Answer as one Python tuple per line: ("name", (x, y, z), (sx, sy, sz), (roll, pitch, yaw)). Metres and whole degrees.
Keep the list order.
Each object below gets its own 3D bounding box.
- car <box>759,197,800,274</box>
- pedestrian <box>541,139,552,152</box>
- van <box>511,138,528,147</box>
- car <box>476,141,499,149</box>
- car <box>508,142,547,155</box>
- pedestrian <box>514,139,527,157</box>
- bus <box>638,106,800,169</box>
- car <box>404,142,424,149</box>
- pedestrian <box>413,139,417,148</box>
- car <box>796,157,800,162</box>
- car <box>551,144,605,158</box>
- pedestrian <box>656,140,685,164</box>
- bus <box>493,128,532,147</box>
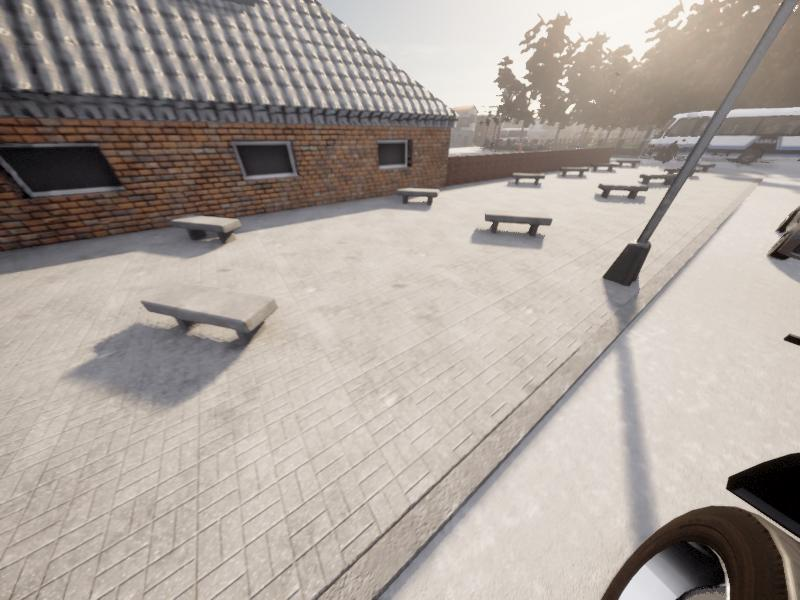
("car", (10.203, -1.668, 4.779), (4.611, 1.667, 2.242), (-22, 41, -28))
("pedestrian", (24.721, -26.064, 38.949), (0.751, 1.860, 0.751), (-22, 41, -28))
("van", (32.262, -42.545, 62.421), (4.442, 1.987, 1.775), (-24, 41, -29))
("car", (21.521, -38.156, 56.766), (5.357, 1.411, 2.033), (-21, 40, -27))
("car", (20.187, -24.247, 36.899), (1.882, 1.535, 5.008), (-22, 41, -28))
("pedestrian", (15.475, -19.478, 29.650), (0.751, 1.860, 0.751), (-14, 37, -19))
("bus", (31.175, -15.678, 22.315), (10.273, 4.253, 3.944), (22, 42, 28))
("car", (3.356, -37.946, 56.662), (1.895, 1.301, 4.718), (-28, 44, -34))
("pedestrian", (3.897, -39.902, 58.747), (0.751, 1.860, 0.751), (-16, 38, -21))
("car", (44.445, -15.739, 24.362), (3.866, 1.878, 1.905), (-22, 41, -27))
("car", (24.401, -20.680, 31.933), (2.033, 1.411, 5.357), (-22, 40, -27))
("pedestrian", (25.178, -13.796, 21.509), (0.751, 1.860, 0.751), (-9, 36, -12))
("bus", (31.786, -46.083, 65.476), (10.273, 4.253, 3.944), (-21, 40, -26))
